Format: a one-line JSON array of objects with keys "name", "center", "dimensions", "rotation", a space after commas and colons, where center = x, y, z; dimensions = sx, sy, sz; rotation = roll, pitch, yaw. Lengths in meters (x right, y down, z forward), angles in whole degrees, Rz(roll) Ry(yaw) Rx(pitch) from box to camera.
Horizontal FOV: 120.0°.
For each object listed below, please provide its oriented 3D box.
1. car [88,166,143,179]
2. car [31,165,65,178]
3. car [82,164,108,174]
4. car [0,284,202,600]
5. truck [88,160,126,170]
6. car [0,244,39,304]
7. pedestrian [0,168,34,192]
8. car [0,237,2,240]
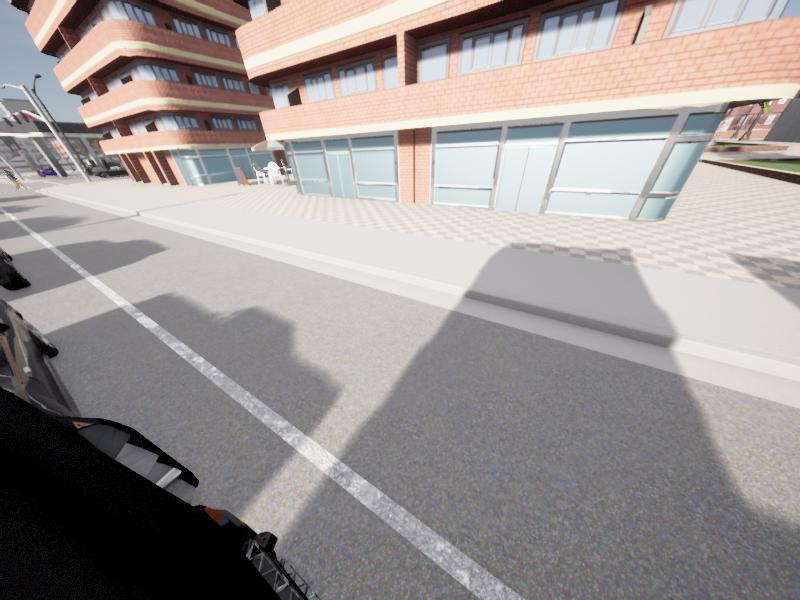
[{"name": "car", "center": [-41.284, -18.628, 33.634], "dimensions": [1.895, 1.301, 4.718], "rotation": [16, 38, 25]}, {"name": "car", "center": [-60.554, -22.139, 39.727], "dimensions": [4.611, 1.667, 2.242], "rotation": [17, 38, 26]}, {"name": "car", "center": [-58.295, -25.041, 44.208], "dimensions": [3.806, 1.475, 1.970], "rotation": [17, 38, 26]}, {"name": "car", "center": [-3.816, 1.006, 1.502], "dimensions": [4.718, 1.301, 1.895], "rotation": [16, 38, 26]}, {"name": "truck", "center": [-86.031, -39.836, 67.917], "dimensions": [2.390, 2.098, 6.274], "rotation": [17, 38, 26]}, {"name": "car", "center": [-9.769, -0.944, 4.403], "dimensions": [4.553, 1.767, 2.097], "rotation": [16, 38, 26]}, {"name": "pedestrian", "center": [-35.014, -10.906, 21.049], "dimensions": [0.751, 1.860, 0.751], "rotation": [-20, 37, -24]}, {"name": "car", "center": [-16.664, -2.894, 7.977], "dimensions": [5.027, 1.651, 2.152], "rotation": [16, 38, 26]}]
